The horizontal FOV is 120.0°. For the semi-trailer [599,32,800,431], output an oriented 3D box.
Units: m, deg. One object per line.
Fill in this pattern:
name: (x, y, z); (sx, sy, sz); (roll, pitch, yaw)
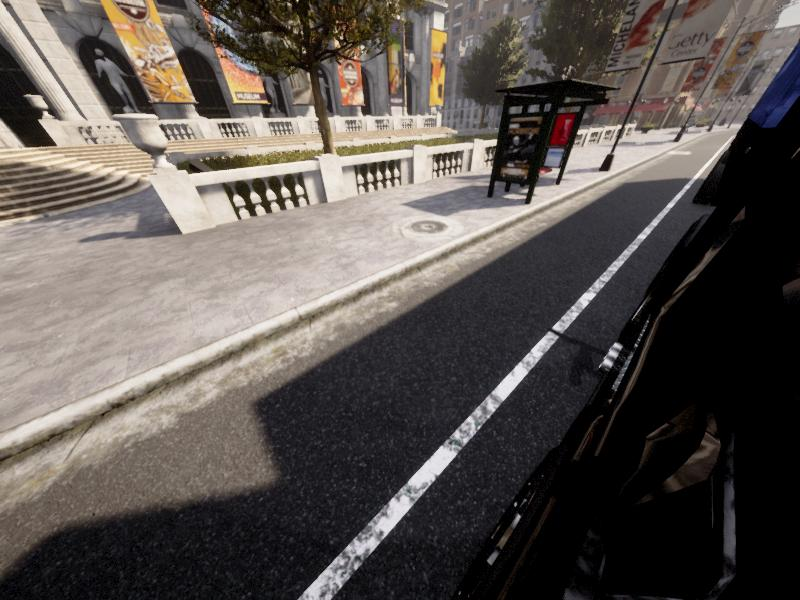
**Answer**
semi-trailer: (8.643, -3.644, 4.278); (14.254, 4.402, 2.717); (-29, 44, -30)

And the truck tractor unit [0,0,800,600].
truck tractor unit: (2.645, -0.295, 0.351); (6.516, 4.208, 3.053); (-28, 44, -30)

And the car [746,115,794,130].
car: (52.434, -25.179, 32.774); (4.674, 1.452, 2.002); (-14, 38, -15)

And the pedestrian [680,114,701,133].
pedestrian: (36.950, -22.403, 29.406); (0.751, 1.860, 0.751); (-21, 41, -23)

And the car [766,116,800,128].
car: (57.891, -26.330, 34.094); (4.718, 1.301, 1.895); (-8, 37, -7)
